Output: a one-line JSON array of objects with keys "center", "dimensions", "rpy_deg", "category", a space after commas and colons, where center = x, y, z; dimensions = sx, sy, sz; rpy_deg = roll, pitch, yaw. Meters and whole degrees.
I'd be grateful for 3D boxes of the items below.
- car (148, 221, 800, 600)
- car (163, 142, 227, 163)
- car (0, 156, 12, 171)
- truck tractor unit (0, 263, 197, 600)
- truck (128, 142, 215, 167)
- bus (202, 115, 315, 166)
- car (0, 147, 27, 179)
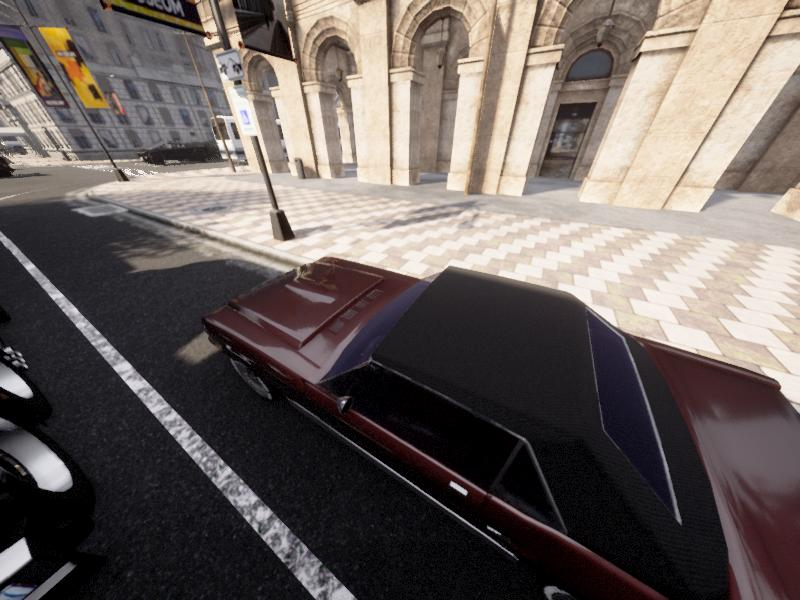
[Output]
[{"center": [0.290, 0.505, 2.121], "dimensions": [4.718, 1.301, 1.895], "rpy_deg": [18, 39, 24], "category": "car"}, {"center": [-26.603, -19.432, 30.248], "dimensions": [2.150, 2.045, 5.566], "rpy_deg": [18, 39, 24], "category": "car"}, {"center": [-39.140, -12.090, 20.165], "dimensions": [5.027, 1.651, 2.152], "rpy_deg": [-8, 36, -12], "category": "car"}, {"center": [-5.120, -0.287, 0.798], "dimensions": [6.516, 4.208, 3.053], "rpy_deg": [18, 39, 25], "category": "truck tractor unit"}, {"center": [-25.428, -16.596, 26.126], "dimensions": [2.390, 2.098, 6.274], "rpy_deg": [18, 39, 24], "category": "truck"}, {"center": [-16.050, -19.111, 27.794], "dimensions": [3.944, 4.253, 10.273], "rpy_deg": [19, 39, 25], "category": "bus"}, {"center": [-30.096, -9.297, 15.864], "dimensions": [1.905, 1.878, 3.866], "rpy_deg": [7, 36, 11], "category": "car"}]
